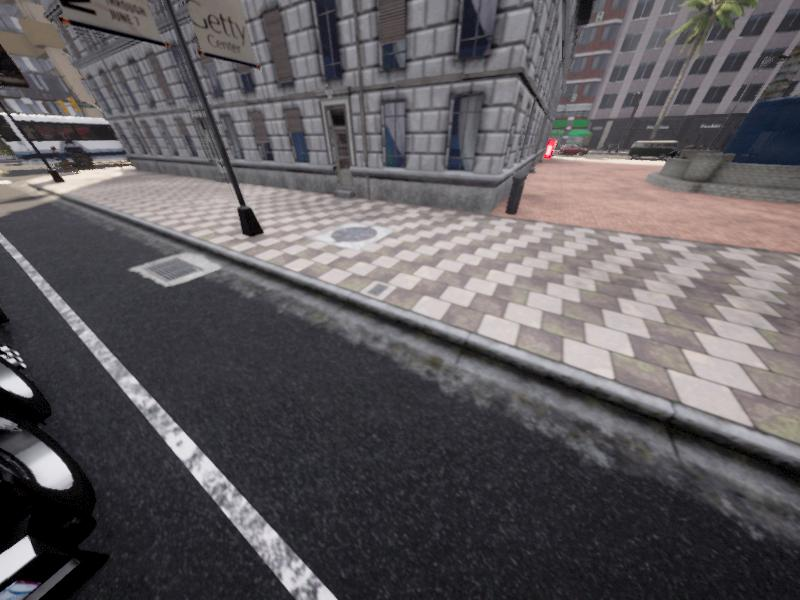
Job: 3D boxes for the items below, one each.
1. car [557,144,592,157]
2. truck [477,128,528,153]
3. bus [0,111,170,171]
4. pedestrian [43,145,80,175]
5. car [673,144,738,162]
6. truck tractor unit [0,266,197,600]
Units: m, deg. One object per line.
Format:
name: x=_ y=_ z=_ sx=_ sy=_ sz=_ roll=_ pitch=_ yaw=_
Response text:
car: x=27.238 y=-23.436 z=36.131 sx=3.806 sy=1.475 sz=1.970 roll=27 pitch=43 yaw=34
truck: x=20.464 y=-32.153 z=46.657 sx=8.468 sy=3.827 sz=2.891 roll=18 pitch=39 yaw=25
bus: x=-32.416 y=-16.506 z=24.272 sx=3.944 sy=4.253 sz=10.273 roll=9 pitch=36 yaw=16
pedestrian: x=-25.556 y=-10.586 z=17.488 sx=0.751 sy=1.860 sz=0.751 roll=23 pitch=41 yaw=30
car: x=35.734 y=-17.322 z=27.162 sx=1.851 sy=1.617 sz=3.988 roll=-18 pitch=39 yaw=-24
truck tractor unit: x=-5.114 y=-0.298 z=0.776 sx=6.516 sy=4.208 sz=3.053 roll=18 pitch=39 yaw=24
